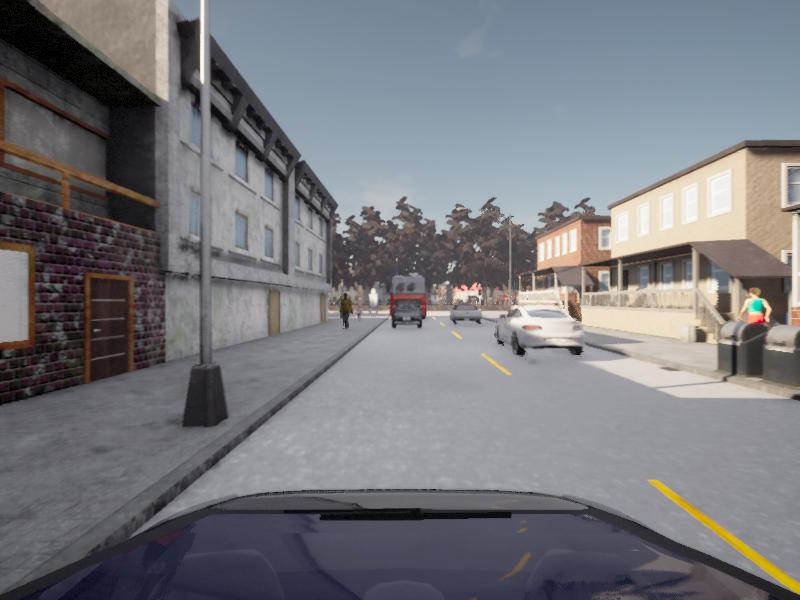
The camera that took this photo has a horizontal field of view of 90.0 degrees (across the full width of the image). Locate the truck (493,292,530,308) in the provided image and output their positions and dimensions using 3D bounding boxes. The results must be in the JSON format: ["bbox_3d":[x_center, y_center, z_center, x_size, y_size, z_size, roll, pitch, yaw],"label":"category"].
[{"bbox_3d":[28.381,-0.018,101.917,8.468,3.827,2.891,0,0,1],"label":"truck"}]

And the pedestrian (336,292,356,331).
[{"bbox_3d":[-2.662,0.553,19.635,0.751,1.860,0.751,0,0,12],"label":"pedestrian"}]

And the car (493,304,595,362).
[{"bbox_3d":[4.274,0.881,12.706,1.812,1.442,4.674,0,0,4],"label":"car"}]

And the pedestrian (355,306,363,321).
[{"bbox_3d":[-2.860,0.941,28.119,0.500,1.100,0.500,0,0,-12],"label":"pedestrian"}]

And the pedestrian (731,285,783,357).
[{"bbox_3d":[9.617,0.542,10.817,0.751,1.860,0.751,0,0,4],"label":"pedestrian"}]

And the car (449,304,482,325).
[{"bbox_3d":[4.614,0.970,28.625,1.895,1.301,4.718,0,0,4],"label":"car"}]

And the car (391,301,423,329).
[{"bbox_3d":[0.409,0.838,23.910,1.789,1.549,3.705,0,0,1],"label":"car"}]

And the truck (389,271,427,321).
[{"bbox_3d":[0.708,-0.289,34.950,2.891,3.827,8.468,0,0,1],"label":"truck"}]

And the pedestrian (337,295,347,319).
[{"bbox_3d":[-4.692,0.566,32.285,0.751,1.860,0.751,0,0,-5],"label":"pedestrian"}]
